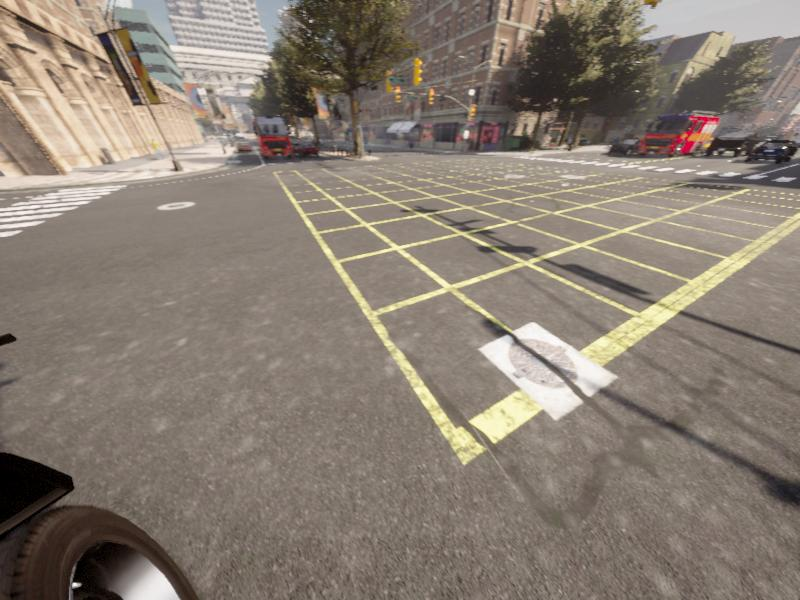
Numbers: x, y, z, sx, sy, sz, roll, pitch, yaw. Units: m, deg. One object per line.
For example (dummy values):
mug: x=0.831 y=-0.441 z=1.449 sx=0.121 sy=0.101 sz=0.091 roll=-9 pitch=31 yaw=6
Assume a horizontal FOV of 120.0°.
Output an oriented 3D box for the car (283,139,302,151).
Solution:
car: x=-17.245 y=-24.785 z=36.952 sx=1.970 sy=1.475 sz=3.806 roll=-18 pitch=39 yaw=-22

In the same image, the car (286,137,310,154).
car: x=-14.440 y=-21.864 z=32.620 sx=2.097 sy=1.767 sz=4.553 roll=-18 pitch=39 yaw=-22

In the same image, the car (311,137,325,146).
car: x=-18.996 y=-36.599 z=53.285 sx=1.970 sy=1.475 sz=3.806 roll=-18 pitch=39 yaw=-22

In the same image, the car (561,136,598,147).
car: x=34.127 y=-30.298 z=44.049 sx=2.038 sy=1.542 sz=4.974 roll=-17 pitch=39 yaw=-22

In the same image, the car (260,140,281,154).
car: x=-18.162 y=-21.443 z=32.344 sx=1.970 sy=1.475 sz=3.806 roll=-18 pitch=39 yaw=-23

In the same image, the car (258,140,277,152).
car: x=-21.301 y=-24.798 z=37.099 sx=1.994 sy=1.385 sz=4.181 roll=-18 pitch=40 yaw=-23

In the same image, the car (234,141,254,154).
car: x=-22.437 y=-21.998 z=33.295 sx=1.895 sy=1.301 sz=4.718 roll=-18 pitch=39 yaw=-22

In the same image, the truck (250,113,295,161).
truck: x=-14.539 y=-18.446 z=26.169 sx=2.891 sy=3.827 sz=8.468 roll=-18 pitch=39 yaw=-22

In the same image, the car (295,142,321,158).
car: x=-11.163 y=-18.102 z=27.819 sx=1.895 sy=1.301 sz=4.718 roll=-18 pitch=39 yaw=-22

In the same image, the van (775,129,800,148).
van: x=62.698 y=-25.356 z=36.188 sx=6.366 sy=2.431 sz=2.351 roll=-18 pitch=39 yaw=-23

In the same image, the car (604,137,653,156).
car: x=26.814 y=-18.092 z=27.163 sx=5.238 sy=1.638 sz=1.930 roll=-18 pitch=40 yaw=-23

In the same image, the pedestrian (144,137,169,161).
pedestrian: x=-23.282 y=-14.473 z=22.136 sx=0.751 sy=1.860 sz=0.751 roll=-17 pitch=39 yaw=-22

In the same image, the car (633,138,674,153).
car: x=32.733 y=-19.926 z=29.811 sx=4.674 sy=1.442 sz=1.812 roll=-18 pitch=39 yaw=-23

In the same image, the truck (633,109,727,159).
truck: x=29.664 y=-17.565 z=24.548 sx=8.468 sy=3.827 sz=2.891 roll=-18 pitch=39 yaw=-23

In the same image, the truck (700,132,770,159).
truck: x=34.979 y=-16.246 z=24.148 sx=6.274 sy=2.098 sz=2.390 roll=-18 pitch=39 yaw=-23

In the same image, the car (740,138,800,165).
car: x=32.261 y=-12.837 z=19.865 sx=4.856 sy=1.649 sz=2.033 roll=-18 pitch=39 yaw=-23
